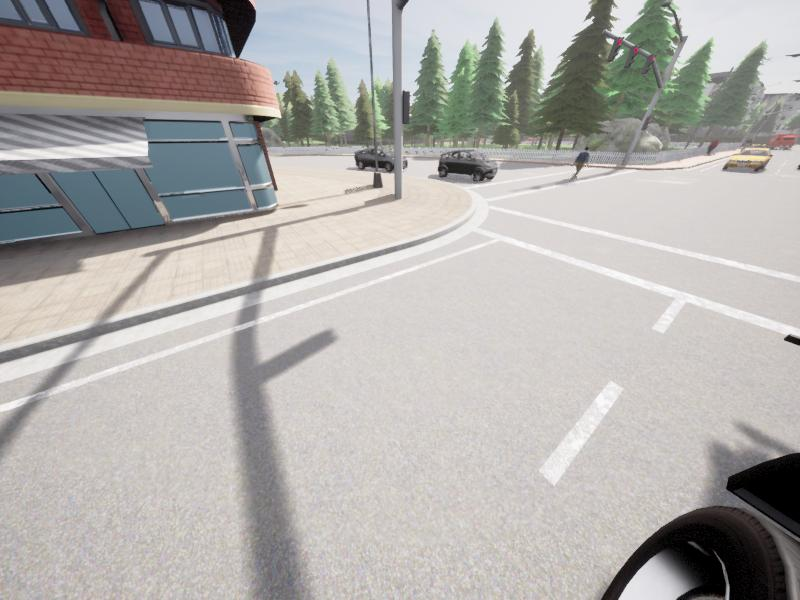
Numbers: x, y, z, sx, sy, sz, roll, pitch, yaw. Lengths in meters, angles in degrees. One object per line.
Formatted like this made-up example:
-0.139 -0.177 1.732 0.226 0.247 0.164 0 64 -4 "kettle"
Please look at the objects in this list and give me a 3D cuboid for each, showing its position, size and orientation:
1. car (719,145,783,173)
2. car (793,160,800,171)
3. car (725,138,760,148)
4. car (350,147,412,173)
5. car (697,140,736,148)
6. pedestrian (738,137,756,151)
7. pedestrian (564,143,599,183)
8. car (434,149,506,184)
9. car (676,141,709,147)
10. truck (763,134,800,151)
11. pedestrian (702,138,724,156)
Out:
27.847 -11.244 18.314 5.366 1.575 1.801 -21 40 -27 "car"
33.612 -11.118 18.182 4.792 1.488 2.163 -22 41 -28 "car"
76.729 -35.310 51.891 1.905 1.878 3.866 -28 44 -34 "car"
-1.543 -11.236 18.456 4.514 1.525 2.007 21 40 27 "car"
71.956 -35.563 52.602 1.837 1.490 4.892 -21 40 -27 "car"
55.545 -24.902 36.963 0.751 1.860 0.751 -22 40 -27 "pedestrian"
10.356 -7.867 13.271 0.751 1.860 0.751 -21 40 -26 "pedestrian"
4.199 -8.390 14.357 1.789 1.549 3.705 -30 44 -35 "car"
72.433 -38.718 57.248 1.895 1.301 4.718 -21 40 -27 "car"
72.341 -29.832 43.621 2.627 2.467 5.204 29 44 35 "truck"
38.774 -18.964 28.650 0.751 1.860 0.751 -22 41 -28 "pedestrian"
